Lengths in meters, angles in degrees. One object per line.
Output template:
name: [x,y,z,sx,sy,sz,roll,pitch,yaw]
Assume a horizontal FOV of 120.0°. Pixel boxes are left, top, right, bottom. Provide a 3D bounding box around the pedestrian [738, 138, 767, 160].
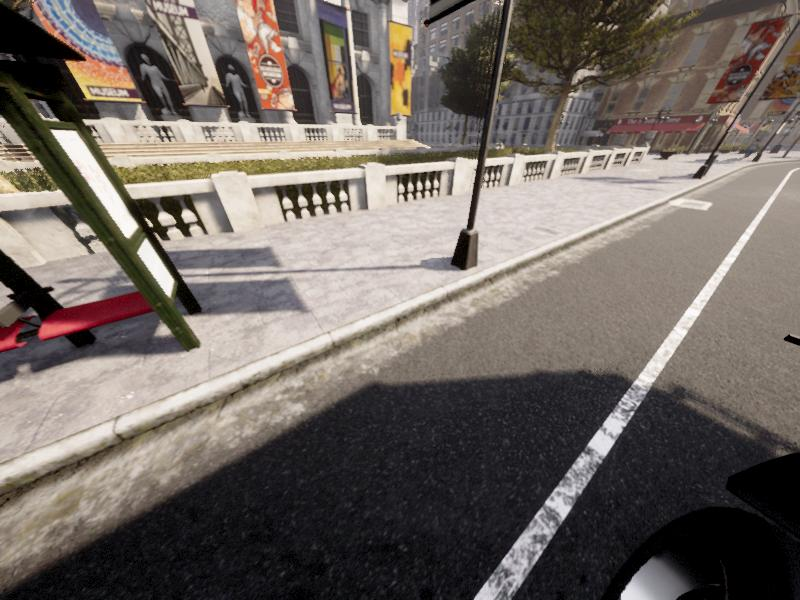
pedestrian: [36.254,-15.533,23.783,0.751,1.860,0.751,-15,38,-20]
